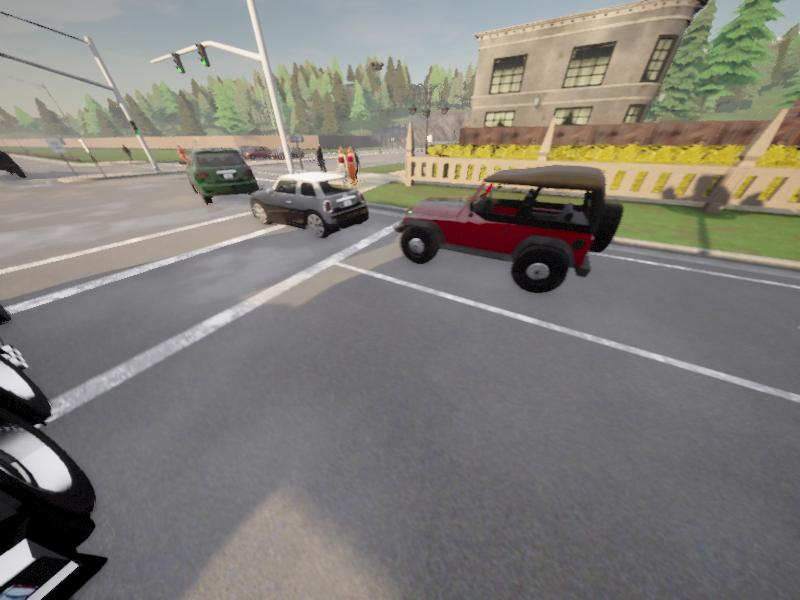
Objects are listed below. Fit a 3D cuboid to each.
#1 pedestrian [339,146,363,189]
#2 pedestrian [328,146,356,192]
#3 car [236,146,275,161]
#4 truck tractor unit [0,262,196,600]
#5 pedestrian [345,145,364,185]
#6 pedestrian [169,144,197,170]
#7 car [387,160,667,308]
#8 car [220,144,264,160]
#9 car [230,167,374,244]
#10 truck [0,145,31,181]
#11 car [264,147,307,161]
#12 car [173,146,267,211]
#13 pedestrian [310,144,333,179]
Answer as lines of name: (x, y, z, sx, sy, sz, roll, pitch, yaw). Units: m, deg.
pedestrian: (-2.477, -6.757, 11.797, 0.751, 1.860, 0.751, 8, 36, 12)
pedestrian: (-2.786, -6.376, 11.253, 0.751, 1.860, 0.751, 12, 37, 16)
car: (-20.091, -20.597, 32.367, 1.851, 1.617, 3.988, 19, 39, 25)
truck tractor unit: (-5.106, -0.306, 0.786, 6.516, 4.208, 3.053, 19, 39, 24)
pedestrian: (-2.469, -7.408, 12.732, 0.751, 1.860, 0.751, -1, 35, -2)
pedestrian: (-18.660, -12.306, 19.908, 0.751, 1.860, 0.751, 7, 35, 10)
car: (1.923, -1.651, 4.699, 3.866, 1.878, 1.905, 18, 39, 25)
car: (-23.029, -21.748, 33.882, 2.097, 1.767, 4.553, 19, 39, 25)
car: (-2.981, -3.148, 7.260, 3.806, 1.475, 1.970, 19, 39, 26)
truck: (-31.162, -10.351, 17.305, 6.274, 2.098, 2.390, 18, 39, 25)
car: (-15.942, -20.624, 32.481, 2.163, 1.488, 4.792, 19, 39, 25)
car: (-8.583, -5.981, 10.882, 2.150, 2.045, 5.566, -27, 43, -33)
pedestrian: (-5.029, -8.865, 14.793, 0.751, 1.860, 0.751, 19, 39, 26)
